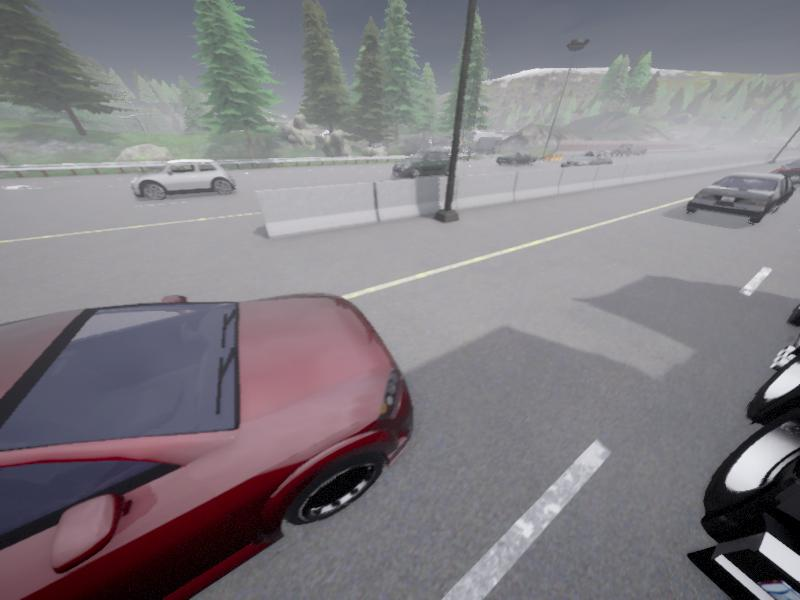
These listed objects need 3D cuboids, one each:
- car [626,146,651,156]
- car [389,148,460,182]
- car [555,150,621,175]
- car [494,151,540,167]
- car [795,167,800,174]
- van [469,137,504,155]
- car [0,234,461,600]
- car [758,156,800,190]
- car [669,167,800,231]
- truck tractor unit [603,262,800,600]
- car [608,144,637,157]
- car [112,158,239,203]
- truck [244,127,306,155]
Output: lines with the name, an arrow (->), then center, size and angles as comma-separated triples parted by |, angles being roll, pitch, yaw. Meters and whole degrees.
car -> 45.636, -28.486, 44.150 | 3.705, 1.549, 1.789 | -18, 39, -24
car -> 1.730, -9.730, 16.472 | 4.553, 1.767, 2.097 | -18, 39, -24
car -> 16.462, -12.132, 20.238 | 5.027, 1.651, 2.152 | -18, 39, -24
car -> 12.760, -15.409, 25.203 | 4.718, 1.301, 1.895 | -18, 39, -24
car -> 38.626, -12.365, 20.892 | 4.974, 1.542, 2.038 | -18, 39, -24
van -> 15.768, -28.468, 42.599 | 1.988, 2.561, 5.915 | -18, 39, -25
car -> -1.969, 0.868, 1.552 | 4.181, 1.385, 1.994 | -18, 39, -24
car -> 25.548, -8.126, 14.646 | 4.974, 1.542, 2.038 | -18, 39, -25
car -> 12.980, -3.990, 8.681 | 5.357, 1.411, 2.033 | -18, 39, -24
truck tractor unit -> 5.108, -0.301, 0.799 | 6.516, 4.208, 3.053 | -18, 39, -24
car -> 39.631, -26.677, 41.185 | 3.866, 1.878, 1.905 | -18, 39, -24
car -> -10.097, -5.761, 10.913 | 3.806, 1.475, 1.970 | -18, 39, -24
truck -> -21.477, -27.563, 40.115 | 8.468, 3.827, 2.891 | -17, 38, -23
